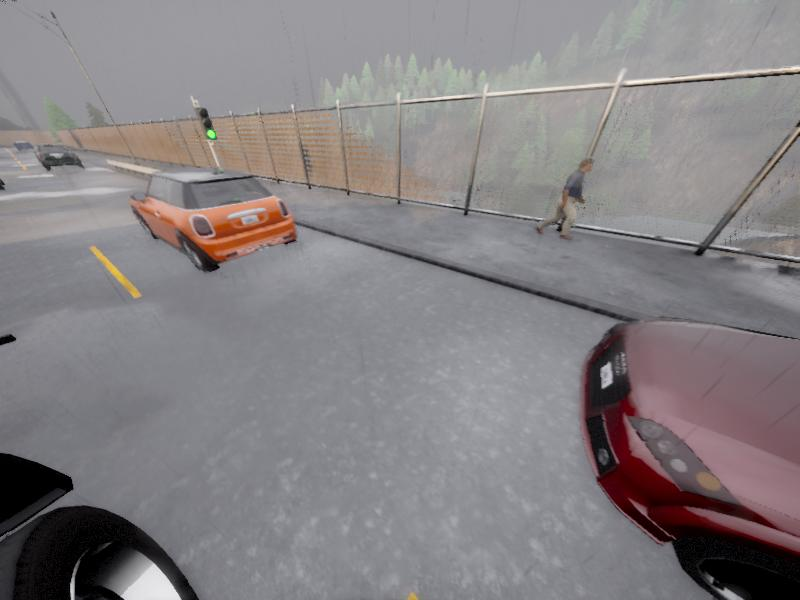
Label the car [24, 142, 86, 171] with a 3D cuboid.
[{"bbox_3d":[-28.989,-12.148,19.420,4.553,1.767,2.097,23,41,28],"label":"car"}]

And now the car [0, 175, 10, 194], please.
[{"bbox_3d":[-21.340,-6.191,11.145,5.238,1.638,1.930,22,41,28],"label":"car"}]

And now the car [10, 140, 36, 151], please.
[{"bbox_3d":[-69.535,-28.525,42.627,5.008,1.535,1.882,22,41,28],"label":"car"}]

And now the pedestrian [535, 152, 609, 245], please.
[{"bbox_3d":[4.038,-2.414,5.541,0.751,1.860,0.751,21,40,27],"label":"pedestrian"}]

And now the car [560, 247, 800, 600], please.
[{"bbox_3d":[3.505,1.201,1.055,4.181,1.385,1.994,22,41,28],"label":"car"}]

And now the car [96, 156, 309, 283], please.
[{"bbox_3d":[-4.713,-2.296,5.595,4.553,1.767,2.097,22,41,28],"label":"car"}]
